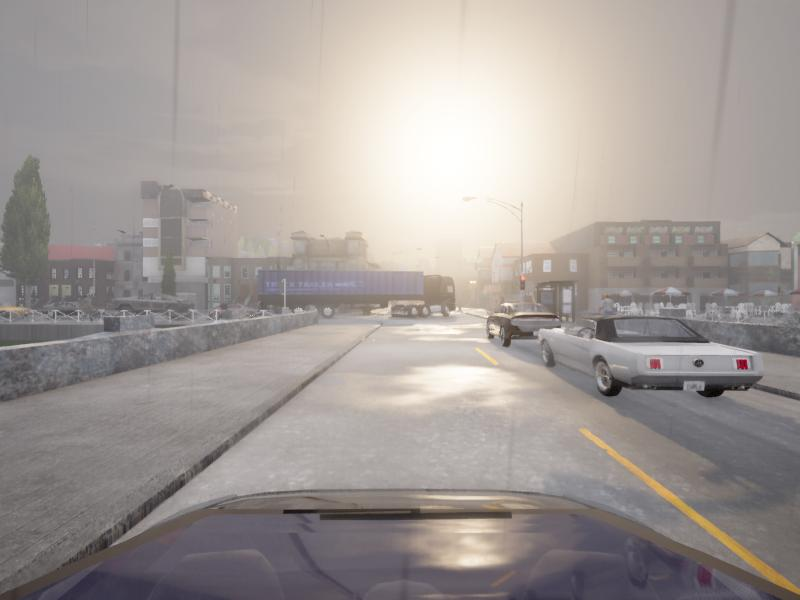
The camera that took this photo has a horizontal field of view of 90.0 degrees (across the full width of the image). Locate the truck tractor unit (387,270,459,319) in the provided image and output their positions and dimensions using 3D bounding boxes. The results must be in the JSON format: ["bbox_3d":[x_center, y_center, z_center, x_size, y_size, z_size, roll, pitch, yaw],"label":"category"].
[{"bbox_3d":[2.292,-0.518,37.937,6.516,4.208,3.053,0,0,-41],"label":"truck tractor unit"}]

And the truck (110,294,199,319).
[{"bbox_3d":[-21.283,0.542,34.862,6.274,2.098,2.390,0,0,2],"label":"truck"}]

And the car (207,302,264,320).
[{"bbox_3d":[-14.013,0.921,34.257,4.181,1.385,1.994,0,0,-9],"label":"car"}]

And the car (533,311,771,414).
[{"bbox_3d":[4.303,0.944,7.966,1.895,1.301,4.718,0,0,2],"label":"car"}]

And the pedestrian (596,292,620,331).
[{"bbox_3d":[9.936,0.533,19.104,0.751,1.860,0.751,0,0,2],"label":"pedestrian"}]

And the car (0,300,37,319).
[{"bbox_3d":[-35.539,0.801,35.340,5.366,1.575,1.801,0,0,2],"label":"car"}]

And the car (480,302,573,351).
[{"bbox_3d":[4.438,0.836,14.911,2.128,1.511,4.902,0,0,3],"label":"car"}]

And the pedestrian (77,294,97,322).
[{"bbox_3d":[-20.905,0.547,26.722,0.751,1.860,0.751,0,0,2],"label":"pedestrian"}]

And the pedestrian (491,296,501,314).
[{"bbox_3d":[9.943,0.533,41.374,0.751,1.860,0.751,0,0,39],"label":"pedestrian"}]

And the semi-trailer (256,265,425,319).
[{"bbox_3d":[-5.022,-0.619,35.447,14.254,4.402,2.717,0,0,-12],"label":"semi-trailer"}]

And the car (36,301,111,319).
[{"bbox_3d":[-28.550,0.836,35.105,4.902,1.511,2.128,0,0,2],"label":"car"}]
